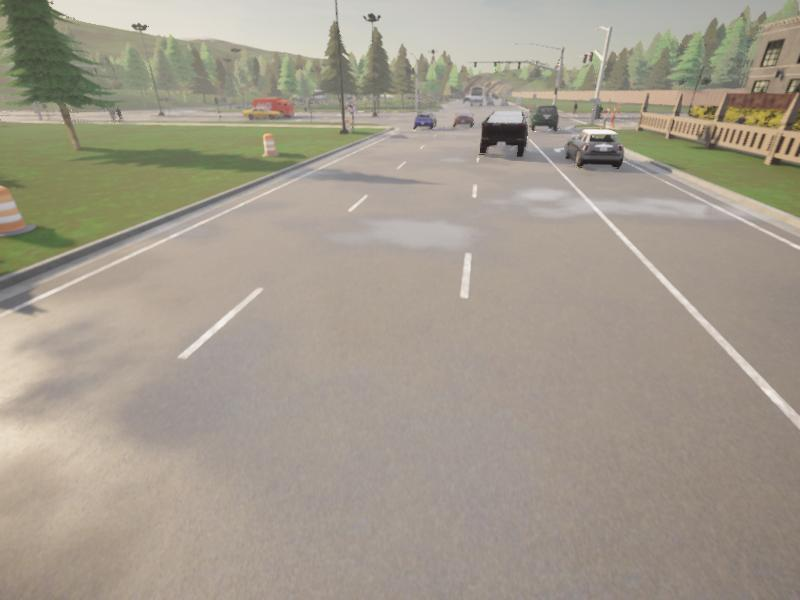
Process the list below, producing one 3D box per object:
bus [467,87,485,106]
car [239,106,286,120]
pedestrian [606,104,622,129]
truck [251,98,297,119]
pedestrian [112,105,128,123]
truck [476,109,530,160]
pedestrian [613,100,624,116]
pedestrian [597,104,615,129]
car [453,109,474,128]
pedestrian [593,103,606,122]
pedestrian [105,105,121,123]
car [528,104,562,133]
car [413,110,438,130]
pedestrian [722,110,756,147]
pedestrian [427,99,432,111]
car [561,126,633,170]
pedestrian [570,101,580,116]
[{"bbox_3d":[19.403,-51.727,101.607,3.944,4.253,10.273,5,28,10],"label":"bus"},{"bbox_3d":[-18.012,-24.590,52.570,5.366,1.575,1.801,5,28,10],"label":"car"},{"bbox_3d":[18.503,-15.901,34.644,0.751,1.860,0.751,15,31,27],"label":"pedestrian"},{"bbox_3d":[-17.352,-26.567,55.416,5.204,2.467,2.627,5,28,10],"label":"truck"},{"bbox_3d":[-31.602,-21.003,45.123,0.751,1.860,0.751,8,29,16],"label":"pedestrian"},{"bbox_3d":[5.979,-9.556,22.669,2.390,2.098,6.274,7,28,14],"label":"truck"},{"bbox_3d":[28.140,-24.714,51.547,0.751,1.860,0.751,6,28,12],"label":"pedestrian"},{"bbox_3d":[17.734,-15.807,34.473,0.751,1.860,0.751,-1,27,-1],"label":"pedestrian"},{"bbox_3d":[6.490,-18.407,40.471,1.812,1.442,4.674,5,28,10],"label":"car"},{"bbox_3d":[22.203,-20.868,44.524,0.751,1.860,0.751,6,28,13],"label":"pedestrian"},{"bbox_3d":[-32.573,-21.137,45.395,0.751,1.860,0.751,8,29,16],"label":"pedestrian"},{"bbox_3d":[12.779,-16.261,35.592,2.150,2.045,5.566,6,28,12],"label":"car"},{"bbox_3d":[2.445,-17.221,38.199,1.816,1.474,4.193,5,28,10],"label":"car"},{"bbox_3d":[19.372,-9.821,22.891,0.751,1.860,0.751,5,28,10],"label":"pedestrian"},{"bbox_3d":[5.322,-34.875,71.458,0.751,1.860,0.751,6,28,12],"label":"pedestrian"},{"bbox_3d":[9.017,-7.166,18.691,1.970,1.475,3.806,5,28,10],"label":"car"},{"bbox_3d":[24.640,-27.001,56.340,0.751,1.860,0.751,-1,27,-2],"label":"pedestrian"}]
